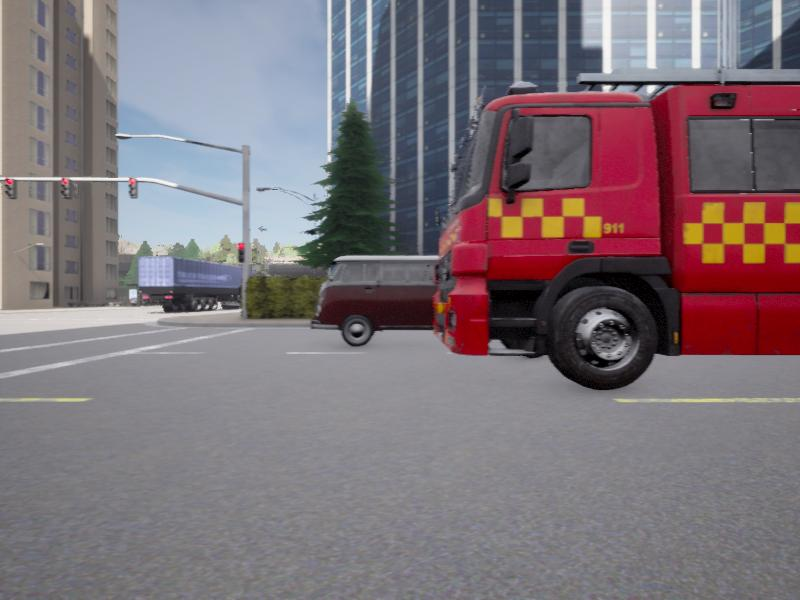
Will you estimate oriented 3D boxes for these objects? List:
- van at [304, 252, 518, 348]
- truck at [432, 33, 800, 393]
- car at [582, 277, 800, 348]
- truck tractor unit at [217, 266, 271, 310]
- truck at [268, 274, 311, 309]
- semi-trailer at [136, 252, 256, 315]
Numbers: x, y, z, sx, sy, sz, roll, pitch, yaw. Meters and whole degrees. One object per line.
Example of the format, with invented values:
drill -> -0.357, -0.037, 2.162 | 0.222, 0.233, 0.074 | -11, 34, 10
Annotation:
van -> 0.231, -0.002, 9.199 | 4.442, 1.987, 1.775 | 0, 0, 0
truck -> 4.813, -0.919, 5.707 | 8.468, 3.827, 2.891 | 0, 0, 0
car -> 6.527, 0.255, 9.199 | 3.806, 1.475, 1.970 | 0, 0, 0
truck tractor unit -> -16.626, -1.153, 43.222 | 3.053, 4.208, 6.516 | 3, -2, 1
truck -> -13.150, -0.925, 48.442 | 2.891, 3.827, 8.468 | 0, 0, 1
semi-trailer -> -16.936, -1.251, 35.265 | 2.717, 4.402, 14.254 | 0, 1, 2
